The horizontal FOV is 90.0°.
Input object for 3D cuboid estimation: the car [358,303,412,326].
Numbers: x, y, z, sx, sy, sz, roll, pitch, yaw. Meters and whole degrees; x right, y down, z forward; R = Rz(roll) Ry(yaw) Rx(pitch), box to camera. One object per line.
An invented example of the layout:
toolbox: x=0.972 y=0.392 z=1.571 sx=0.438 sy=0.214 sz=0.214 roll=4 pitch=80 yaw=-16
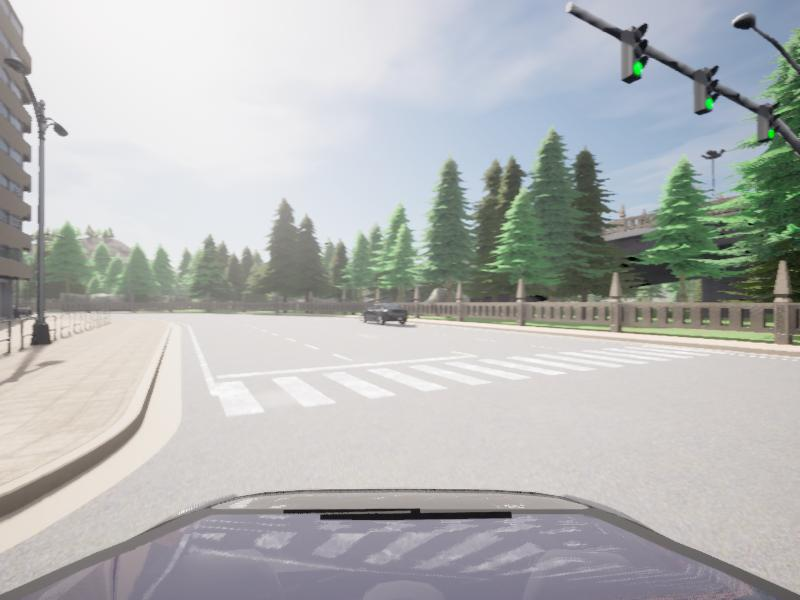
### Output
car: x=-1.207 y=0.985 z=28.563 sx=1.837 sy=1.490 sz=4.892 roll=0 pitch=0 yaw=-29
